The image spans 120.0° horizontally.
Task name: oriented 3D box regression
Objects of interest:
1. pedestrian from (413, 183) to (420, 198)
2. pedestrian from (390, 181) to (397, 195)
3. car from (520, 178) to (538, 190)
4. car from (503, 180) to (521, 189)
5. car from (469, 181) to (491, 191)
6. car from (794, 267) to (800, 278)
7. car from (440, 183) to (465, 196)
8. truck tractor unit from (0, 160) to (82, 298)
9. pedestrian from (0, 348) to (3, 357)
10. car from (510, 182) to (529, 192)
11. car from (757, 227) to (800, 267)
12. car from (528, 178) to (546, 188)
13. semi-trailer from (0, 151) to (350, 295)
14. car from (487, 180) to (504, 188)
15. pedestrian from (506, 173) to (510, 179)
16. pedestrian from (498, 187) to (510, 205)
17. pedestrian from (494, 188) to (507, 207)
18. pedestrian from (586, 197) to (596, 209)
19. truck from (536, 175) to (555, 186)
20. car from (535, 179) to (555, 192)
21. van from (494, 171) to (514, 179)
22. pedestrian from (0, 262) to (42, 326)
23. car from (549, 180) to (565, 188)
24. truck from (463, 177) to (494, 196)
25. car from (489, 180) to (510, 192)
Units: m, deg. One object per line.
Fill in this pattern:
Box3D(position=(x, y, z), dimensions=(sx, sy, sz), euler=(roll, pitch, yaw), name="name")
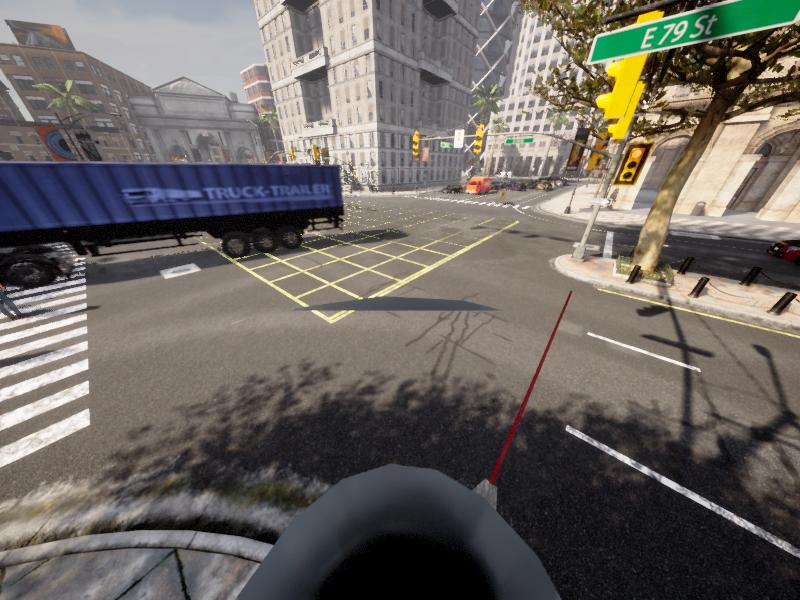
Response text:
Box3D(position=(2.420, -16.160, 34.087), dimensions=(0.751, 1.860, 0.751), euler=(-24, 38, -35), name="pedestrian")
Box3D(position=(-1.030, -17.811, 36.641), dimensions=(0.751, 1.860, 0.751), euler=(21, 36, 32), name="pedestrian")
Box3D(position=(26.168, -23.563, 46.927), dimensions=(1.905, 1.878, 3.866), euler=(23, 37, 34), name="car")
Box3D(position=(24.215, -24.888, 49.743), dimensions=(1.994, 1.385, 4.181), euler=(24, 38, 35), name="car")
Box3D(position=(16.105, -22.842, 46.175), dimensions=(2.033, 1.411, 5.357), euler=(23, 37, 34), name="car")
Box3D(position=(18.275, -0.610, 7.532), dimensions=(4.974, 1.542, 2.038), euler=(23, 37, 34), name="car")
Box3D(position=(8.822, -18.525, 38.599), dimensions=(1.837, 1.490, 4.892), euler=(23, 37, 34), name="car")
Box3D(position=(-16.238, -1.862, 6.999), dimensions=(3.053, 4.208, 6.516), euler=(24, 38, 35), name="truck tractor unit")
Box3D(position=(-9.864, 0.730, 4.832), dimensions=(0.751, 1.860, 0.751), euler=(25, 38, 36), name="pedestrian")
Box3D(position=(22.317, -21.118, 43.108), dimensions=(1.816, 1.474, 4.193), euler=(23, 37, 34), name="car")
Box3D(position=(20.099, -2.053, 10.194), dimensions=(4.181, 1.385, 1.994), euler=(23, 37, 34), name="car")
Box3D(position=(30.554, -26.061, 51.503), dimensions=(1.930, 1.638, 5.238), euler=(23, 37, 34), name="car")
Box3D(position=(-9.854, -4.239, 10.911), dimensions=(14.254, 4.402, 2.717), euler=(-17, 34, -27), name="semi-trailer")
Box3D(position=(21.248, -25.858, 51.424), dimensions=(1.994, 1.385, 4.181), euler=(23, 37, 34), name="car")
Box3D(position=(39.208, -45.021, 84.075), dimensions=(0.751, 1.860, 0.751), euler=(-5, 30, -9), name="pedestrian")
Box3D(position=(12.360, -12.343, 27.475), dimensions=(0.751, 1.860, 0.751), euler=(-26, 39, -37), name="pedestrian")
Box3D(position=(11.518, -11.817, 26.563), dimensions=(0.751, 1.860, 0.751), euler=(24, 38, 36), name="pedestrian")
Box3D(position=(19.892, -10.112, 24.066), dimensions=(0.500, 1.100, 0.500), euler=(24, 38, 35), name="pedestrian")
Box3D(position=(35.861, -29.371, 56.779), dimensions=(2.390, 2.098, 6.274), euler=(23, 37, 34), name="truck")
Box3D(position=(27.177, -21.452, 43.283), dimensions=(1.932, 1.855, 4.605), euler=(23, 37, 34), name="car")
Box3D(position=(39.706, -47.681, 88.156), dimensions=(6.366, 2.431, 2.351), euler=(23, 37, 34), name="van")
Box3D(position=(-11.640, -0.281, 6.583), dimensions=(0.751, 1.860, 0.751), euler=(-25, 39, -37), name="pedestrian")
Box3D(position=(34.935, -25.758, 51.324), dimensions=(1.895, 1.301, 4.718), euler=(23, 37, 34), name="car")
Box3D(position=(12.822, -18.607, 37.781), dimensions=(2.627, 2.467, 5.204), euler=(23, 36, 34), name="truck")
Box3D(position=(19.297, -22.126, 44.687), dimensions=(1.930, 1.638, 5.238), euler=(23, 37, 34), name="car")
